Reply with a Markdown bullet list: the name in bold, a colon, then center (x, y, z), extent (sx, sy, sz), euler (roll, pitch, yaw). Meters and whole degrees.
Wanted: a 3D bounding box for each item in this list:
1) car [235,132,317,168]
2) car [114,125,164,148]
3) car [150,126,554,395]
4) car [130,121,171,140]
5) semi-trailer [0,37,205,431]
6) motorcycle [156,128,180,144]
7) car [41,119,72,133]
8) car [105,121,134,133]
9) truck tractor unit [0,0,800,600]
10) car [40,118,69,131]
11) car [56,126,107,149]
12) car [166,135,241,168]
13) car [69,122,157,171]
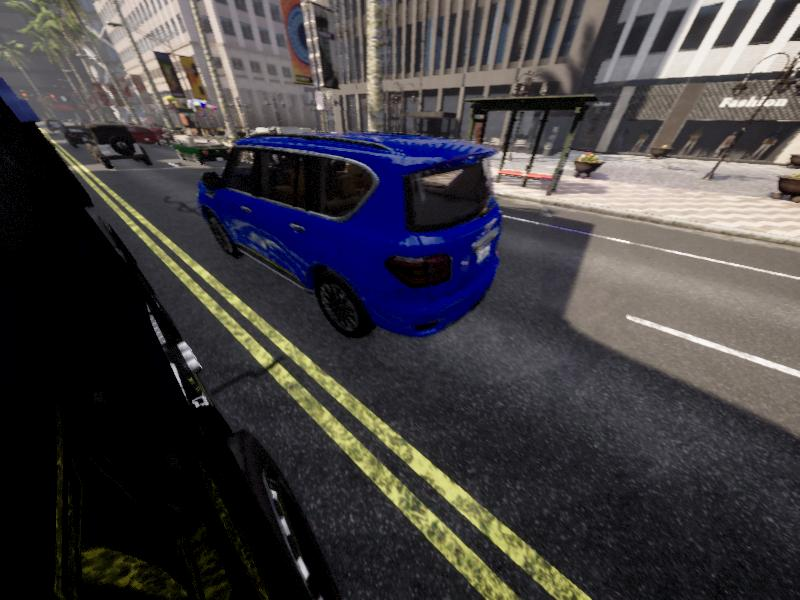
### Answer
- **car**: center (-7.837, -9.567, 14.578), extent (4.892, 1.521, 2.231), euler (26, 44, 29)
- **car**: center (-24.416, -15.341, 21.602), extent (5.008, 1.535, 1.882), euler (26, 44, 29)
- **car**: center (-1.249, -1.444, 3.712), extent (5.566, 2.045, 2.150), euler (26, 44, 29)
- **car**: center (-30.933, -21.032, 28.649), extent (4.553, 1.767, 2.185), euler (26, 44, 29)
- **semi-trailer**: center (-8.847, -3.458, 4.136), extent (14.254, 4.402, 2.717), euler (26, 44, 29)
- **motorcycle**: center (-25.246, -17.891, 25.185), extent (0.764, 1.277, 2.356), euler (-13, 40, -18)
- **car**: center (-55.629, -28.230, 37.409), extent (4.856, 1.649, 2.033), euler (27, 44, 29)
- **car**: center (-48.019, -29.544, 39.511), extent (4.792, 1.488, 2.163), euler (26, 44, 29)
- **truck tractor unit**: center (-2.645, -0.295, 0.351), extent (6.516, 4.208, 3.053), euler (28, 44, 30)
- **car**: center (-60.959, -30.924, 40.733), extent (4.611, 1.667, 2.242), euler (27, 44, 29)
- **car**: center (-27.836, -14.288, 20.185), extent (4.674, 1.442, 1.812), euler (26, 44, 29)
- **car**: center (-12.008, -9.144, 14.080), extent (4.718, 1.301, 1.895), euler (26, 44, 29)
- **car**: center (-15.503, -8.405, 12.505), extent (3.866, 1.878, 1.905), euler (26, 44, 29)
